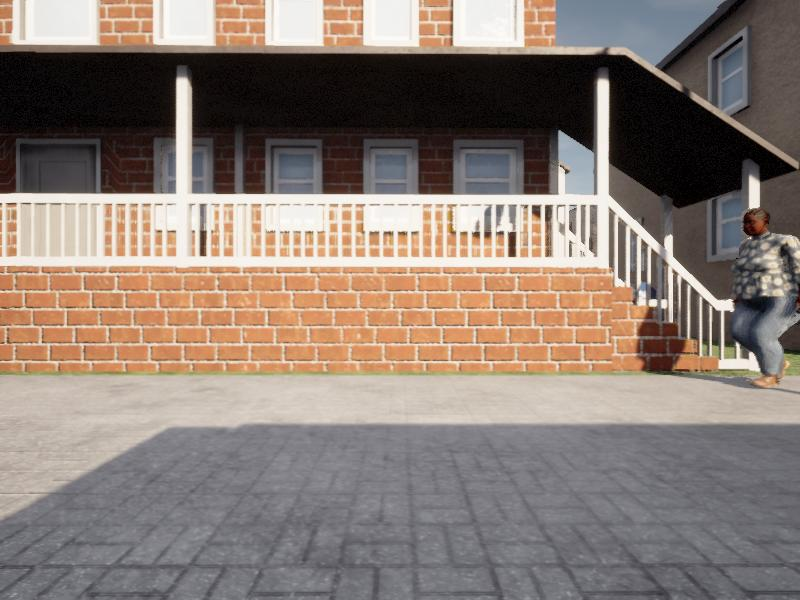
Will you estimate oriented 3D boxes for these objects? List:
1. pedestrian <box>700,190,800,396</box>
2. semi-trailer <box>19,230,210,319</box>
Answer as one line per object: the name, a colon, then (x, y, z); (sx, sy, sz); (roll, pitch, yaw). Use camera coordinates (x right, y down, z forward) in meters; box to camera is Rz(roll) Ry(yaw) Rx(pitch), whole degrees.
pedestrian: (3.648, -0.062, 3.983); (0.751, 1.860, 0.751); (0, 0, 0)
semi-trailer: (-17.480, -1.244, 26.882); (2.717, 4.402, 14.254); (0, 0, 0)
